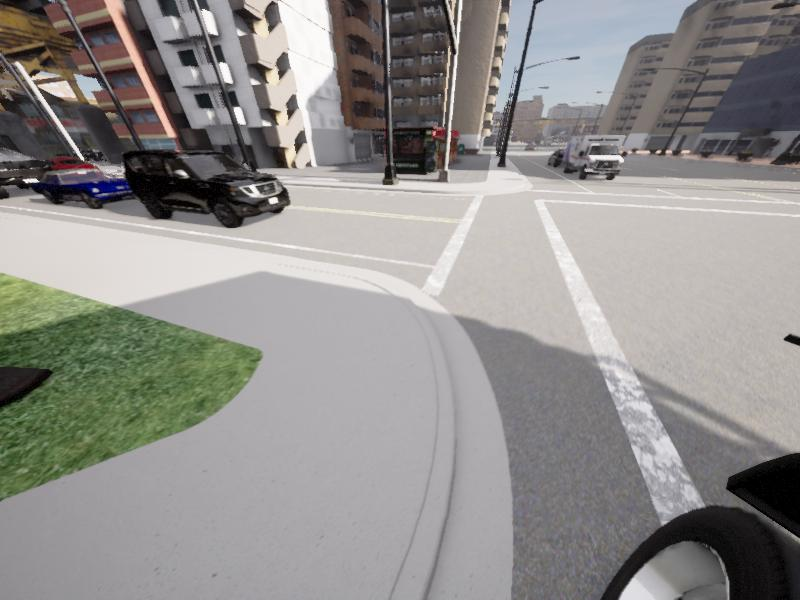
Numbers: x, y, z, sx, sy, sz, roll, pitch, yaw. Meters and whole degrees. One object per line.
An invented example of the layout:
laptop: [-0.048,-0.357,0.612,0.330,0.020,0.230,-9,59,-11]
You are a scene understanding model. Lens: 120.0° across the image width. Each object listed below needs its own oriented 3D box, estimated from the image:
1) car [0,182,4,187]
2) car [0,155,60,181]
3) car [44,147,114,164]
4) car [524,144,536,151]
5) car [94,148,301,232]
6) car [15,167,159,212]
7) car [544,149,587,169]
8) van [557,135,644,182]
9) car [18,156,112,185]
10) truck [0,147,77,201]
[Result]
car: [-28.075,-7.771,14.230,4.792,1.488,2.163,11,36,16]
car: [-29.759,-10.196,17.731,4.792,1.488,2.163,10,36,14]
car: [-44.053,-20.063,31.945,1.930,1.638,5.238,10,36,15]
car: [37.298,-43.755,66.286,2.242,1.667,4.611,10,37,15]
car: [-6.715,-3.985,7.995,5.566,2.045,2.150,11,36,16]
car: [-13.654,-4.981,10.181,4.718,1.301,1.895,11,36,16]
car: [16.228,-14.128,23.014,2.128,1.511,4.902,10,36,15]
van: [13.768,-10.309,16.615,2.351,2.431,6.366,10,36,15]
car: [-22.754,-8.871,15.761,4.674,1.442,1.812,11,36,16]
truck: [-21.277,-6.757,12.137,6.274,2.098,2.390,11,36,16]
